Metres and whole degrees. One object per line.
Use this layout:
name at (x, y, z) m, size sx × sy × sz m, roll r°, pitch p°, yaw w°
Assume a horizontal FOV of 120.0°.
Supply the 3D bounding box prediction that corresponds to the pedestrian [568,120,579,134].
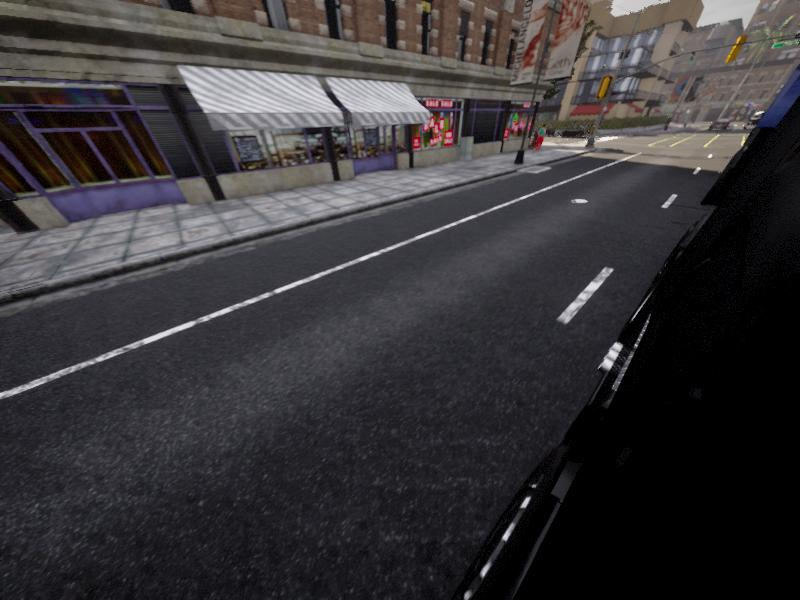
pedestrian at (29.419, -29.365, 39.238) m, size 0.751 × 1.860 × 0.751 m, roll 27°, pitch 46°, yaw 33°

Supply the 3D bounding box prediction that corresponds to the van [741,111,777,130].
van at (52.276, -26.144, 33.713) m, size 4.480 × 2.038 × 2.069 m, roll -28°, pitch 44°, yaw -30°

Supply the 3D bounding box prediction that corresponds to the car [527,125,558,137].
car at (23.386, -27.788, 38.043) m, size 1.789 × 1.549 × 3.705 m, roll -29°, pitch 44°, yaw -30°

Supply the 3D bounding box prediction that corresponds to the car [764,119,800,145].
car at (31.386, -12.777, 17.525) m, size 1.789 × 1.549 × 3.705 m, roll -29°, pitch 44°, yaw -30°

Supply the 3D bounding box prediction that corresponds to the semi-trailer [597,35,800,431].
semi-trailer at (8.745, -3.566, 4.191) m, size 14.254 × 4.402 × 2.717 m, roll -28°, pitch 43°, yaw -29°

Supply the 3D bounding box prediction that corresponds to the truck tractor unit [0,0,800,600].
truck tractor unit at (2.645, -0.295, 0.351) m, size 6.516 × 4.208 × 3.053 m, roll -28°, pitch 44°, yaw -30°

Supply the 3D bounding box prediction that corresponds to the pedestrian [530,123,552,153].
pedestrian at (10.752, -12.377, 17.675) m, size 0.751 × 1.860 × 0.751 m, roll -29°, pitch 44°, yaw -31°

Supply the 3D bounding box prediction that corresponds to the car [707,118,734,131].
car at (50.485, -27.693, 36.386) m, size 4.674 × 1.442 × 1.812 m, roll -28°, pitch 44°, yaw -30°

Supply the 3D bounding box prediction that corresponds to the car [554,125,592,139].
car at (24.358, -23.780, 32.657) m, size 1.845 × 1.501 × 3.633 m, roll -27°, pitch 44°, yaw -29°

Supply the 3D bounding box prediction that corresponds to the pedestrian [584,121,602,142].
pedestrian at (21.638, -18.871, 25.948) m, size 0.751 × 1.860 × 0.751 m, roll -22°, pitch 41°, yaw -24°
